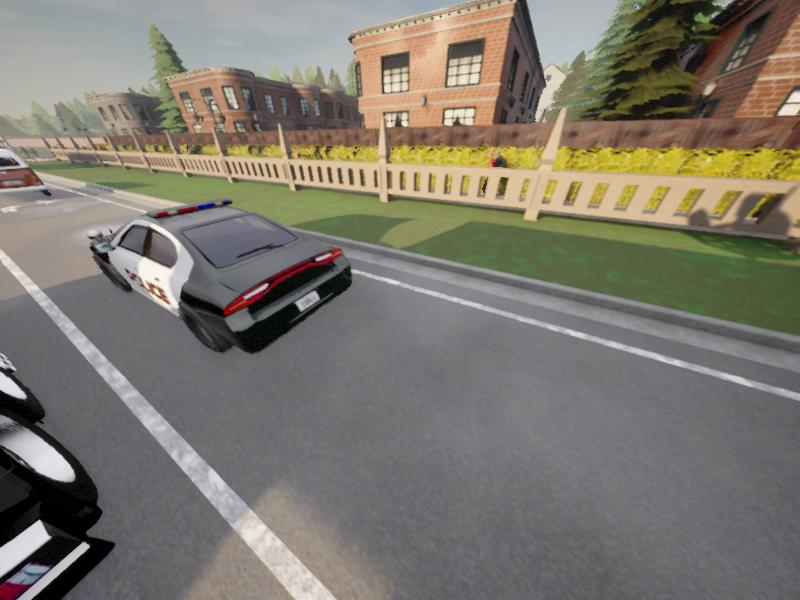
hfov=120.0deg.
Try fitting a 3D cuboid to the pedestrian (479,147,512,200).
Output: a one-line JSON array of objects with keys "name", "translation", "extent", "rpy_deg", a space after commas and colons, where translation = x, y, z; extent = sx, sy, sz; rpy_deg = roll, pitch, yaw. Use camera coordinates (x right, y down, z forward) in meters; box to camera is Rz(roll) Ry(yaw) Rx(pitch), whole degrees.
[{"name": "pedestrian", "translation": [3.990, -5.302, 9.698], "extent": [0.751, 1.860, 0.751], "rpy_deg": [18, 39, 24]}]

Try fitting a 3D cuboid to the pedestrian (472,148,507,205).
[{"name": "pedestrian", "translation": [3.422, -4.738, 8.889], "extent": [0.751, 1.860, 0.751], "rpy_deg": [18, 39, 24]}]

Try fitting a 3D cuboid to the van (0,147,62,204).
[{"name": "van", "translation": [-19.478, -6.140, 11.214], "extent": [4.480, 2.038, 2.069], "rpy_deg": [17, 38, 24]}]

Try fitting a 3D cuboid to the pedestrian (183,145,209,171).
[{"name": "pedestrian", "translation": [-17.152, -11.969, 19.454], "extent": [0.751, 1.860, 0.751], "rpy_deg": [18, 39, 24]}]

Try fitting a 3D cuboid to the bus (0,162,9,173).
[{"name": "bus", "translation": [-40.631, -13.635, 20.225], "extent": [10.273, 4.253, 3.944], "rpy_deg": [17, 38, 24]}]

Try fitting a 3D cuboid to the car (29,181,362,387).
[{"name": "car", "translation": [-3.334, -0.840, 3.916], "extent": [4.974, 1.542, 2.038], "rpy_deg": [18, 39, 24]}]

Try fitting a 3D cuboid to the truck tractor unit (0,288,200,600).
[{"name": "truck tractor unit", "translation": [-5.149, -0.260, 0.726], "extent": [6.516, 4.208, 3.053], "rpy_deg": [17, 38, 22]}]

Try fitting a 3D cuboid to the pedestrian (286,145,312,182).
[{"name": "pedestrian", "translation": [-6.160, -8.368, 14.188], "extent": [0.751, 1.860, 0.751], "rpy_deg": [17, 38, 23]}]
